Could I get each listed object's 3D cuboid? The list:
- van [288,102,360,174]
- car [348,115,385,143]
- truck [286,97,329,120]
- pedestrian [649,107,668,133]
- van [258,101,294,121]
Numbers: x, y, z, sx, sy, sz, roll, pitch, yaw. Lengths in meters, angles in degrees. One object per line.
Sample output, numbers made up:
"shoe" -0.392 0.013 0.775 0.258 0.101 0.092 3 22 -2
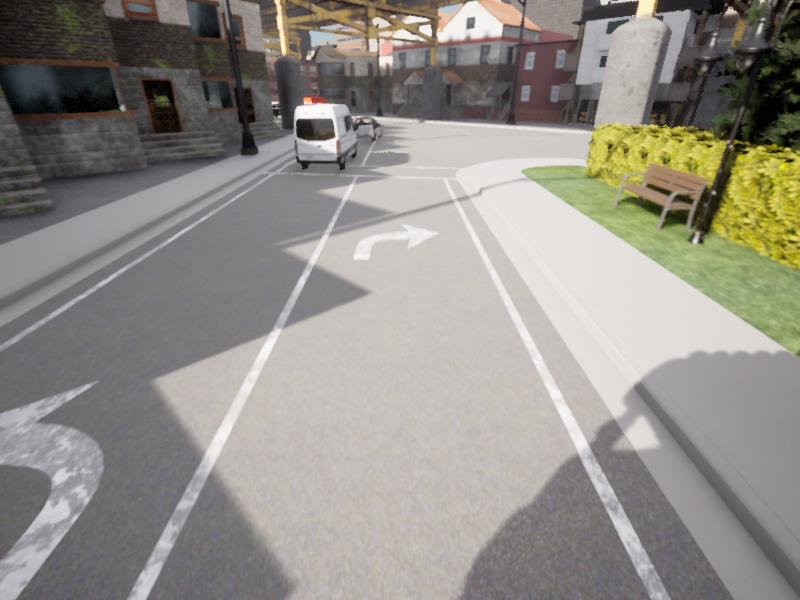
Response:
"van" -3.296 -7.813 18.856 1.988 2.561 5.915 1 28 2
"car" -2.309 -12.213 28.452 1.845 1.501 3.633 4 28 6
"truck" -11.713 -24.227 50.565 2.627 2.467 5.204 -24 36 -39
"pedestrian" 21.062 -14.652 32.558 0.751 1.860 0.751 21 34 34
"van" -15.415 -23.479 49.568 2.069 2.038 4.480 -24 36 -39
